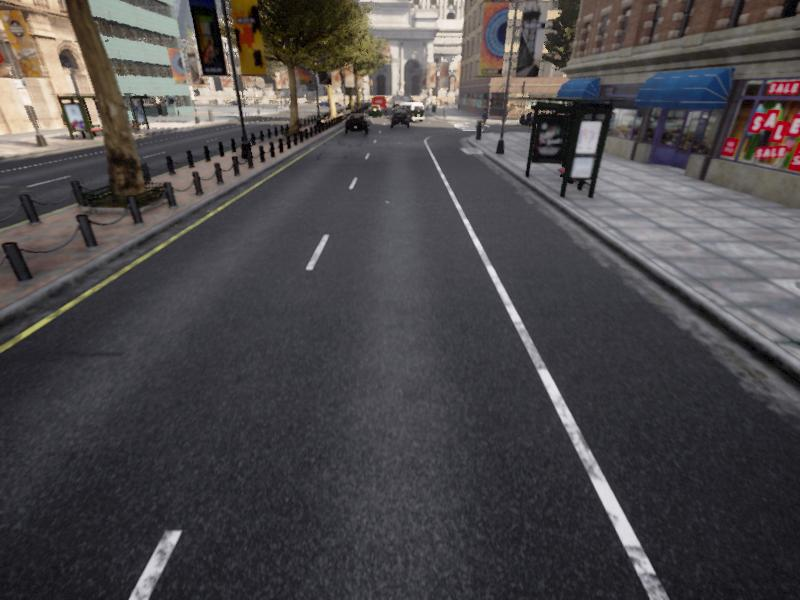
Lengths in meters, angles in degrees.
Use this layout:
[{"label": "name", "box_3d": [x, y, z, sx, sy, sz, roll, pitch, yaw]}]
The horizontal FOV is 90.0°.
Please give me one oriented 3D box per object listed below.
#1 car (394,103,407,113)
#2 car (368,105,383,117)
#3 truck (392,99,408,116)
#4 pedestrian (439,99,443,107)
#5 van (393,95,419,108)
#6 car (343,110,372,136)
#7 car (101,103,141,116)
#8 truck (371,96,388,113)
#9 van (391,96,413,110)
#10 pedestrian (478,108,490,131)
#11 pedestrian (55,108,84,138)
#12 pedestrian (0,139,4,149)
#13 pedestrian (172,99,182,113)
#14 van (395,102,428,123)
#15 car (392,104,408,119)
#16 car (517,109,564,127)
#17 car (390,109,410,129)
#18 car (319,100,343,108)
[{"label": "car", "box_3d": [0.012, -33.076, 68.896, 2.128, 1.511, 4.902, 0, 27, 0]}, {"label": "car", "box_3d": [-3.490, -27.233, 57.540, 1.970, 1.475, 3.806, 0, 27, 0]}, {"label": "truck", "box_3d": [0.012, -29.401, 61.079, 2.390, 2.098, 6.274, 0, 27, 0]}, {"label": "pedestrian", "box_3d": [9.654, -46.670, 94.737, 0.751, 1.860, 0.751, 0, 27, -1]}, {"label": "van", "box_3d": [1.296, -44.761, 90.240, 5.915, 2.561, 1.988, 0, 27, 0]}, {"label": "car", "box_3d": [-3.494, -15.020, 33.771, 1.930, 1.638, 5.238, 0, 28, 0]}, {"label": "car", "box_3d": [-38.439, -26.395, 55.304, 2.128, 1.511, 4.902, 0, 27, 0]}, {"label": "truck", "box_3d": [-3.486, -33.441, 68.448, 2.627, 2.467, 5.204, 0, 27, 0]}, {"label": "van", "box_3d": [0.499, -41.106, 83.331, 2.351, 2.431, 6.366, 10, 29, 18]}, {"label": "pedestrian", "box_3d": [7.527, -16.249, 35.955, 0.751, 1.860, 0.751, 0, 27, 0]}, {"label": "pedestrian", "box_3d": [-22.473, -12.037, 27.213, 0.751, 1.860, 0.751, 0, 27, 0]}, {"label": "pedestrian", "box_3d": [-22.252, -8.784, 21.757, 0.500, 1.100, 0.500, 4, 28, 7]}, {"label": "pedestrian", "box_3d": [-33.487, -29.095, 60.061, 0.751, 1.860, 0.751, -16, 32, -29]}, {"label": "van", "box_3d": [1.233, -22.059, 46.971, 2.069, 2.038, 4.480, -12, 29, -22]}, {"label": "car", "box_3d": [0.010, -25.163, 53.396, 1.930, 1.638, 5.238, 0, 27, 0]}, {"label": "car", "box_3d": [14.463, -18.891, 41.450, 3.988, 1.617, 1.851, 0, 27, -1]}, {"label": "car", "box_3d": [0.001, -17.945, 39.603, 1.837, 1.490, 4.892, 0, 28, 0]}, {"label": "car", "box_3d": [-16.138, -45.919, 93.669, 5.027, 1.651, 2.152, 0, 27, 0]}]
